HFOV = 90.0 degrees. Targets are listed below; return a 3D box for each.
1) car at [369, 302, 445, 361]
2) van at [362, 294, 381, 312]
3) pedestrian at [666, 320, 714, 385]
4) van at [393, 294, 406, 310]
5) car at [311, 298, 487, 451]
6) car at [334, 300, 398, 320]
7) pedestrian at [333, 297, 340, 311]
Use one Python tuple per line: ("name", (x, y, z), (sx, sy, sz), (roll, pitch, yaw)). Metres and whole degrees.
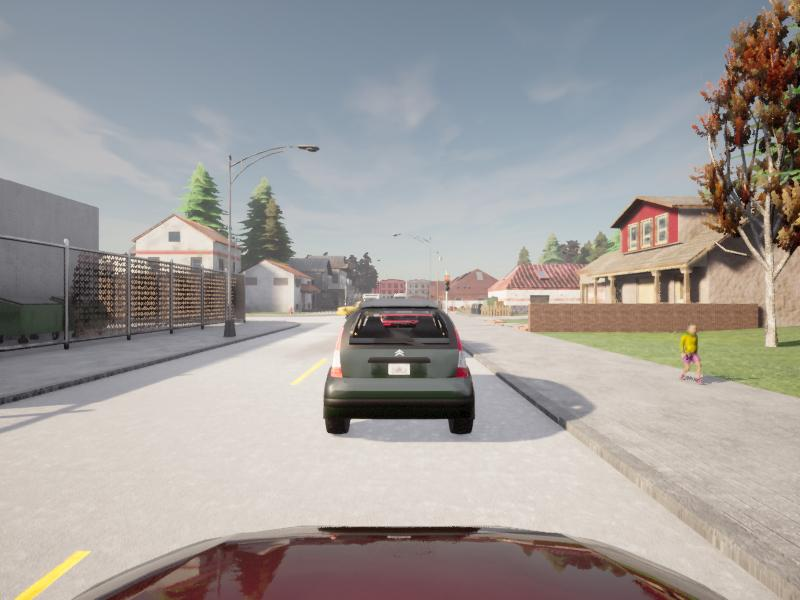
("car", (0.127, 0.828, 12.723), (2.007, 1.525, 4.514), (0, 0, -2))
("van", (-4.044, 0.377, 57.411), (2.351, 2.431, 6.366), (0, 0, 0))
("pedestrian", (5.179, 0.913, 7.160), (0.500, 1.100, 0.500), (0, 0, 0))
("van", (-0.039, 0.322, 64.084), (1.988, 2.561, 5.915), (0, 0, 0))
("car", (-0.005, 0.788, 6.219), (1.851, 1.617, 3.988), (0, 0, 0))
("car", (-2.875, 0.801, 34.724), (5.366, 1.575, 1.801), (0, 0, -35))
("pedestrian", (-8.359, 0.534, 52.729), (0.751, 1.860, 0.751), (0, 0, -19))
